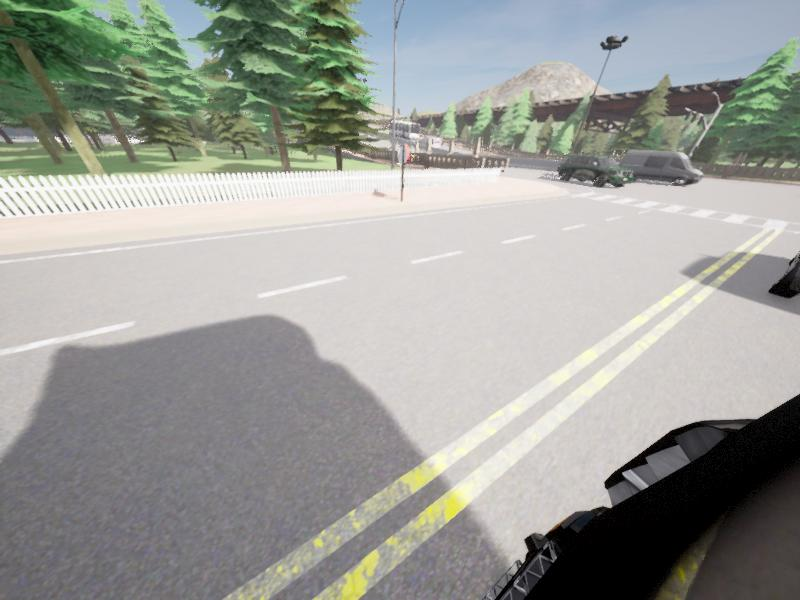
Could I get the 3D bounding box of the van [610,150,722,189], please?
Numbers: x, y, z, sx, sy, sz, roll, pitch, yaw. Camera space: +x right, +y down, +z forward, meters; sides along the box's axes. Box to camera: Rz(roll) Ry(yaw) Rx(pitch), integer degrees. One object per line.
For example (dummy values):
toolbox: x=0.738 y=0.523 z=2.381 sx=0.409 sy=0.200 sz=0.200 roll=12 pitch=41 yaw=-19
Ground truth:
van: x=23.766 y=-12.085 z=21.126 sx=1.988 sy=2.561 sz=5.915 roll=-18 pitch=38 yaw=-27

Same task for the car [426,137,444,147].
car: x=9.282 y=-42.010 z=61.364 sx=2.163 sy=1.488 sz=4.792 roll=-17 pitch=46 yaw=-27

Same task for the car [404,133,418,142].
car: x=3.013 y=-44.838 z=63.749 sx=1.816 sy=1.474 sz=4.193 roll=-17 pitch=46 yaw=-27

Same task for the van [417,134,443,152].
van: x=6.867 y=-36.525 z=53.673 sx=2.351 sy=2.431 sz=6.366 roll=-17 pitch=45 yaw=-27

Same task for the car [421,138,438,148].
car: x=7.359 y=-39.871 z=58.503 sx=1.816 sy=1.474 sz=4.193 roll=-17 pitch=46 yaw=-27

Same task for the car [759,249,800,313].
car: x=9.126 y=-0.792 z=4.002 sx=4.553 sy=1.767 sz=2.097 roll=-16 pitch=38 yaw=-26

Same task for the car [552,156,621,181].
car: x=18.299 y=-13.163 z=22.991 sx=1.932 sy=1.855 sz=4.605 roll=-18 pitch=38 yaw=-27

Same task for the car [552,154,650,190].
car: x=15.574 y=-10.390 z=18.525 sx=2.150 sy=2.045 sz=5.566 roll=-4 pitch=34 yaw=-10

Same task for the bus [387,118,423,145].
bus: x=1.018 y=-43.848 z=60.083 sx=3.944 sy=4.253 sz=10.273 roll=-17 pitch=46 yaw=-27

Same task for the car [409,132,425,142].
car: x=4.778 y=-47.187 z=66.784 sx=1.801 sy=1.575 sz=5.366 roll=-17 pitch=46 yaw=-27
